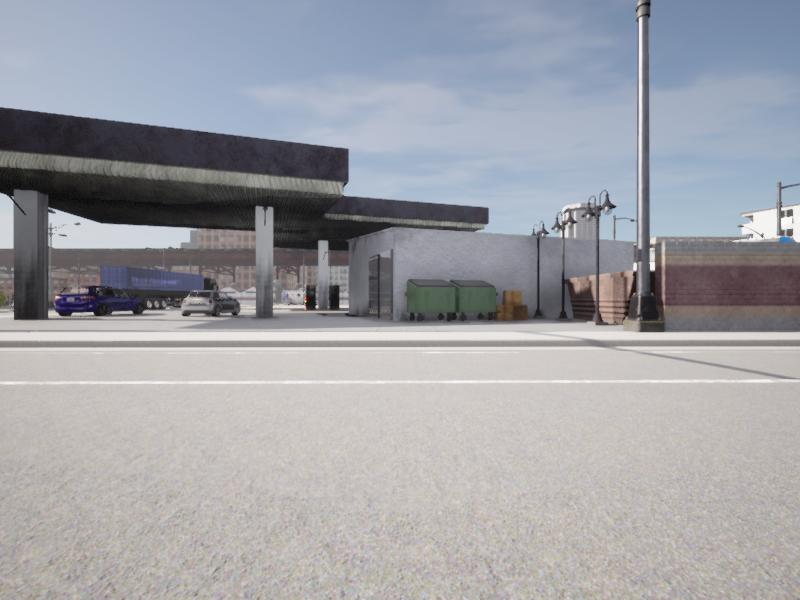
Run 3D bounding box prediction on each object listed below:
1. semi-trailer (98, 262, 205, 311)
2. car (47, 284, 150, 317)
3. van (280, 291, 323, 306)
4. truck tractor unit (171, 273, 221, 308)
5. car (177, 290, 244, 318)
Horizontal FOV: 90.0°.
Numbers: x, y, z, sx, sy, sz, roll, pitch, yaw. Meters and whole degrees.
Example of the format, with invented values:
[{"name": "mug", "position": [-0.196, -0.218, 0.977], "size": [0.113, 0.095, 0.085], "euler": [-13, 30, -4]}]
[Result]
[{"name": "semi-trailer", "position": [-26.114, -1.217, 43.566], "size": [2.717, 4.402, 14.254], "euler": [0, 0, 0]}, {"name": "car", "position": [-16.492, 0.038, 22.265], "size": [2.242, 1.667, 4.611], "euler": [0, 0, 1]}, {"name": "van", "position": [-16.110, -0.222, 65.666], "size": [6.366, 2.431, 2.351], "euler": [0, 1, 7]}, {"name": "truck tractor unit", "position": [-26.058, -1.116, 51.478], "size": [3.053, 4.208, 6.516], "euler": [0, 0, 1]}, {"name": "car", "position": [-10.744, 0.199, 23.004], "size": [1.970, 1.475, 3.806], "euler": [0, 0, 1]}]
